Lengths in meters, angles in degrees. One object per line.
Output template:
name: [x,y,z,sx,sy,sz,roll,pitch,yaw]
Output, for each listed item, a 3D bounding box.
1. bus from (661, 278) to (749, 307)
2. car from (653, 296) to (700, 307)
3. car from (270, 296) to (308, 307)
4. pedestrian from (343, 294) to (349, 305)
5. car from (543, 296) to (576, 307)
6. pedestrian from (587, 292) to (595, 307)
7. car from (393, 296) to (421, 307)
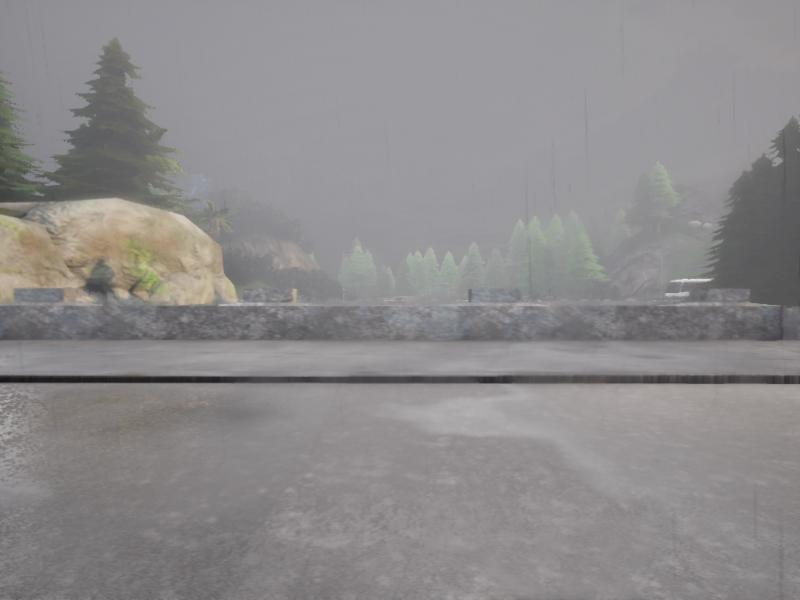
bus: [45.624,-1.101,60.089,10.273,4.253,3.944,0,0,0]
car: [38.841,0.203,56.212,5.238,1.638,1.930,0,0,0]
car: [-15.554,0.233,56.217,4.892,1.490,1.837,0,0,0]
pedestrian: [-8.814,-0.075,65.417,0.751,1.860,0.751,0,0,4]
car: [22.349,0.206,56.208,3.988,1.617,1.851,0,0,0]
pedestrian: [24.319,-0.047,50.942,0.751,1.860,0.751,0,0,0]
car: [0.951,0.254,56.215,3.806,1.475,1.970,0,0,0]
